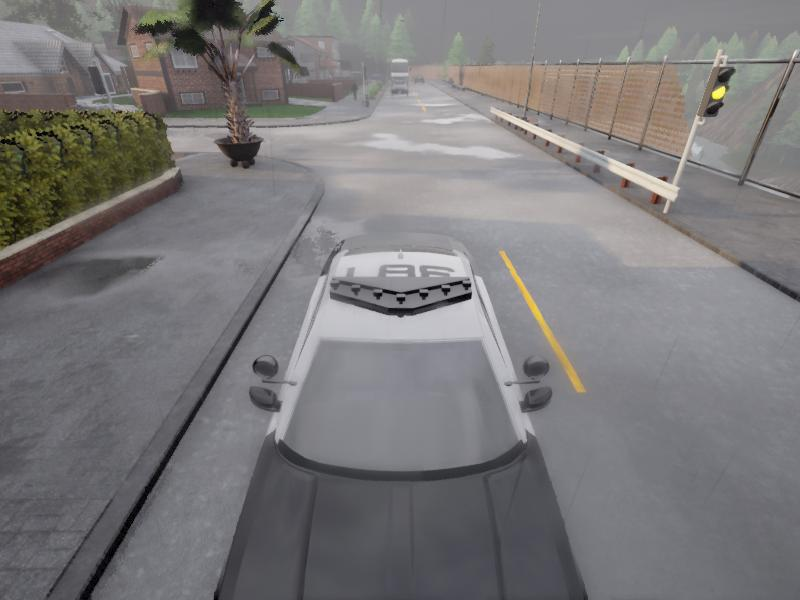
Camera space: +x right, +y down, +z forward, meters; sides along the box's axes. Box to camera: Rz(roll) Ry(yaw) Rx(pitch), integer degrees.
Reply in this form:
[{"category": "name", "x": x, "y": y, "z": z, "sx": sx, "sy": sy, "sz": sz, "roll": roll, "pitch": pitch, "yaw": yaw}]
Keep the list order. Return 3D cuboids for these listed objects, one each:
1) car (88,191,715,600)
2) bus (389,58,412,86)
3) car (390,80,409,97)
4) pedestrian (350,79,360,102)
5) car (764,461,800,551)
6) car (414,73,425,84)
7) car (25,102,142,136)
[{"category": "car", "x": 0.006, "y": 0.626, "z": 3.353, "sx": 1.930, "sy": 1.638, "sz": 5.238, "roll": 0, "pitch": 31, "yaw": 0}, {"category": "bus", "x": 0.094, "y": -42.633, "z": 74.868, "sx": 3.944, "sy": 4.253, "sz": 10.273, "roll": 0, "pitch": 30, "yaw": 0}, {"category": "car", "x": -0.014, "y": -25.249, "z": 47.685, "sx": 2.152, "sy": 1.651, "sz": 5.027, "roll": 0, "pitch": 30, "yaw": 0}, {"category": "pedestrian", "x": -4.246, "y": -19.795, "z": 37.846, "sx": 0.751, "sy": 1.860, "sz": 0.751, "roll": -2, "pitch": 30, "yaw": -3}, {"category": "car", "x": 4.002, "y": 2.215, "z": 0.624, "sx": 2.152, "sy": 1.651, "sz": 5.027, "roll": 0, "pitch": 30, "yaw": 0}, {"category": "car", "x": 3.969, "y": -46.243, "z": 83.501, "sx": 2.097, "sy": 1.767, "sz": 4.553, "roll": 0, "pitch": 30, "yaw": 0}, {"category": "car", "x": -16.330, "y": -9.450, "z": 20.850, "sx": 4.181, "sy": 1.385, "sz": 1.994, "roll": 0, "pitch": 30, "yaw": 0}]
